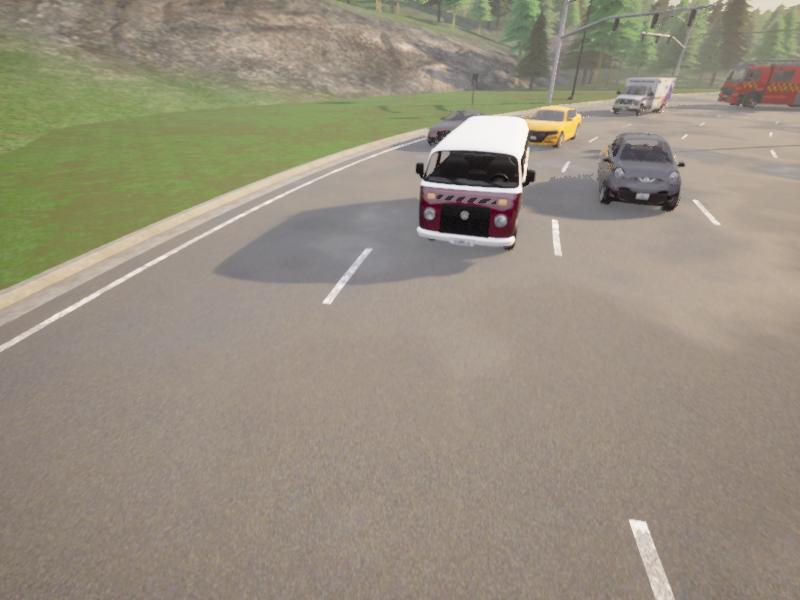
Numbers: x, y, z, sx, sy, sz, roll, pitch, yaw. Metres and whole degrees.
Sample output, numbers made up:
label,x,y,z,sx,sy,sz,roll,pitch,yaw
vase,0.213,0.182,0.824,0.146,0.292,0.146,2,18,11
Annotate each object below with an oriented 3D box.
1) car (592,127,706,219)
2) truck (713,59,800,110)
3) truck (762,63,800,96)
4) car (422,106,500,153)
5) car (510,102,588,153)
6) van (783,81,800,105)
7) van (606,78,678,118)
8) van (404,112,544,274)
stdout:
label,x,y,z,sx,sy,sz,roll,pitch,yaw
car,6.351,-3.556,10.703,1.845,1.501,3.633,11,32,18
truck,34.517,-19.521,36.241,8.468,3.827,2.891,5,31,8
truck,55.058,-30.794,55.890,8.468,3.827,2.891,-16,34,-26
car,2.819,-7.744,17.966,1.994,1.385,4.181,16,34,24
car,6.975,-8.088,18.460,1.882,1.535,5.008,19,35,28
van,42.155,-21.463,41.466,4.480,2.038,2.069,-20,36,-31
van,18.599,-15.610,30.653,6.366,2.431,2.351,-25,39,-37
van,1.739,-2.574,8.421,2.069,2.038,4.480,9,32,15
